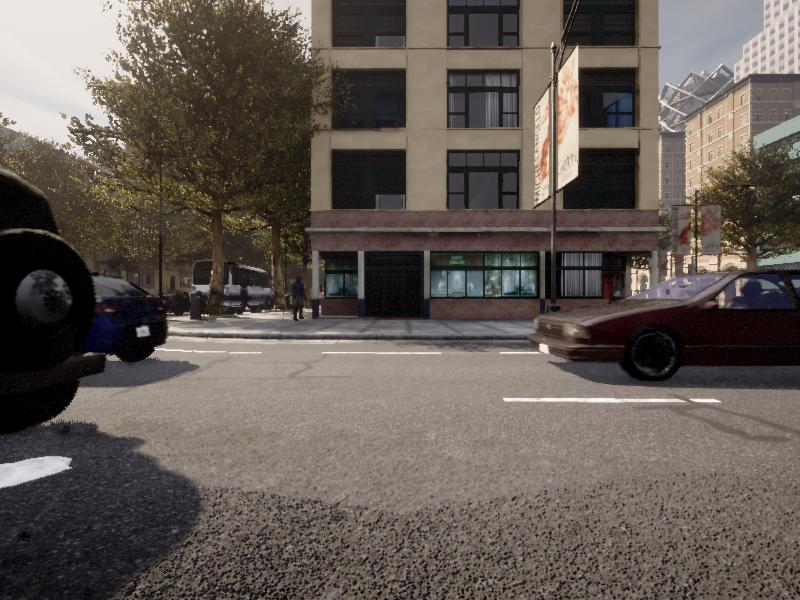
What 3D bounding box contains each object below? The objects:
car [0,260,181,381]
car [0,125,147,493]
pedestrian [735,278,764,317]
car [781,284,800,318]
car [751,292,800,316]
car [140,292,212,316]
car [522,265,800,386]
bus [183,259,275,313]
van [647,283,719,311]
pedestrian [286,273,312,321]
[{"bbox_3d":[-5.777,0.254,5.808,4.193,1.474,1.816,0,0,1],"label":"car"},{"bbox_3d":[-3.972,0.046,2.281,3.866,1.878,1.905,0,0,1],"label":"car"},{"bbox_3d":[17.033,-0.115,19.490,0.751,1.860,0.751,0,0,-4],"label":"pedestrian"},{"bbox_3d":[22.732,0.054,20.604,1.932,1.855,4.605,0,0,2],"label":"car"},{"bbox_3d":[26.235,0.258,26.349,2.163,1.488,4.792,-1,0,3],"label":"car"},{"bbox_3d":[-15.097,0.236,27.334,2.128,1.511,4.902,0,0,0],"label":"car"},{"bbox_3d":[4.715,0.294,5.657,5.357,1.411,2.033,0,0,1],"label":"car"},{"bbox_3d":[-15.158,-1.134,36.822,3.944,4.253,10.273,0,0,0],"label":"bus"},{"bbox_3d":[26.436,-0.222,37.736,2.351,2.431,6.366,0,0,1],"label":"van"},{"bbox_3d":[-4.059,-0.115,16.049,0.751,1.860,0.751,0,0,-38],"label":"pedestrian"}]
